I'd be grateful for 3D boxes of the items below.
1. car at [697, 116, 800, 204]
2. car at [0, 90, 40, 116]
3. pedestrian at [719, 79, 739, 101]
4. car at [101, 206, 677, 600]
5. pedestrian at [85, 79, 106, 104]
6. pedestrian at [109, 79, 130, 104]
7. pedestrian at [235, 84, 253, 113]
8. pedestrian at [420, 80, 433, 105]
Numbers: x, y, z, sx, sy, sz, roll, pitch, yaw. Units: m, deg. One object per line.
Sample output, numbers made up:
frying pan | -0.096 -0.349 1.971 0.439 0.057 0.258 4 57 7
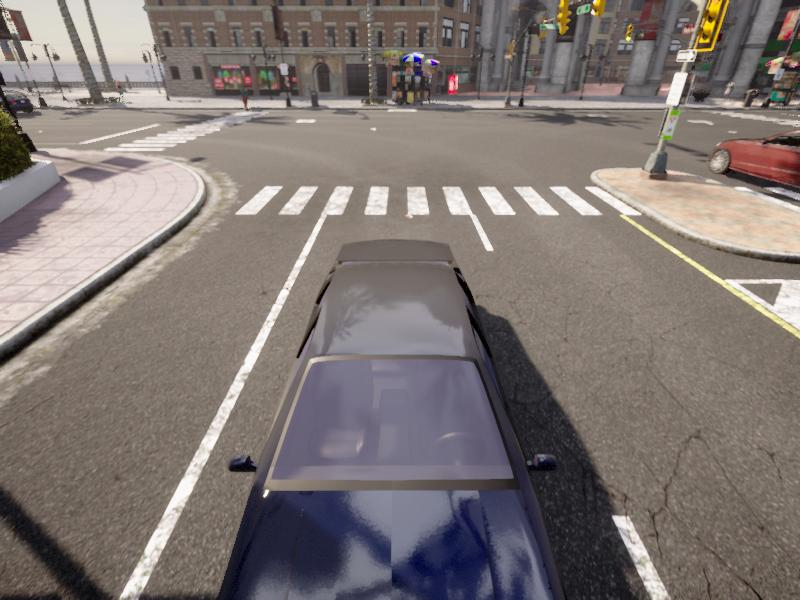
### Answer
car | 11.267 -3.873 11.024 2.152 1.651 5.027 -1 30 -2
car | -28.440 -13.963 28.349 3.705 1.549 1.789 0 30 0
pedestrian | 30.885 -19.728 37.574 0.751 1.860 0.751 -23 37 -34
car | -0.048 0.688 3.451 2.033 1.411 5.357 0 30 0
pedestrian | -26.777 -18.348 35.194 0.751 1.860 0.751 -7 31 -11
pedestrian | -24.707 -18.405 35.292 0.751 1.860 0.751 5 31 9
pedestrian | -11.586 -15.043 29.843 0.751 1.860 0.751 -2 30 -3
pedestrian | 2.264 -17.879 34.394 0.751 1.860 0.751 17 34 26
